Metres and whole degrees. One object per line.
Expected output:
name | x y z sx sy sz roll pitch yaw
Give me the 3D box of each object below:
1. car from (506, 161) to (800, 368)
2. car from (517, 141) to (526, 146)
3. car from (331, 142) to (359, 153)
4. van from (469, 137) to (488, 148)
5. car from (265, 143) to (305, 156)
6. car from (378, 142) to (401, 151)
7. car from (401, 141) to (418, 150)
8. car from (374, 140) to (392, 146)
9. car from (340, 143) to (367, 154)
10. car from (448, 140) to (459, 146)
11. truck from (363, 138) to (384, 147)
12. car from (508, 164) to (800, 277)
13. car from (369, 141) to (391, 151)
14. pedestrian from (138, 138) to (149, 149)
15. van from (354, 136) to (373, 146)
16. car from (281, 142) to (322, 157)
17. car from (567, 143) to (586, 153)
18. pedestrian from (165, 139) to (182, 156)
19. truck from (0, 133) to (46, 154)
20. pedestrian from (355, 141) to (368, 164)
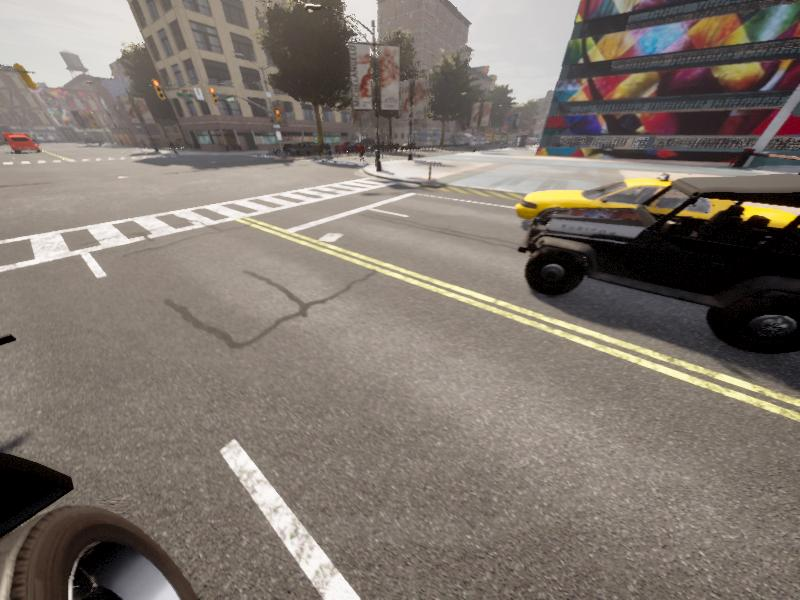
car | 4.120 -0.881 3.551 3.866 1.878 1.905 22 40 27
car | 44.288 -57.013 84.024 1.895 1.301 4.718 22 41 28
car | -9.875 -27.678 41.764 2.007 1.525 4.514 22 41 28
van | 20.884 -41.751 61.201 2.351 2.431 6.366 22 41 28
car | -16.721 -22.060 33.809 1.812 1.442 4.674 24 41 29
car | -1.994 -30.626 46.025 2.128 1.511 4.902 22 41 28
car | 2.108 -34.041 50.819 1.851 1.617 3.988 22 41 28
car | -5.240 -48.358 71.090 5.366 1.575 1.801 21 40 26
car | -7.766 -25.820 39.283 1.994 1.385 4.181 22 41 28
car | 17.125 -49.881 73.480 1.845 1.501 3.633 22 41 28
truck | -7.913 -47.129 68.875 6.274 2.098 2.390 21 40 27
car | 6.042 -2.424 6.026 5.366 1.575 1.801 22 41 28
car | -4.129 -32.415 48.561 1.837 1.490 4.892 22 40 27
pedestrian | -53.113 -32.439 47.824 0.751 1.860 0.751 22 41 28
van | -11.727 -51.280 74.350 5.915 2.561 1.988 21 40 27
car | -13.643 -21.103 32.282 2.242 1.667 4.611 22 40 28
car | 32.244 -27.802 42.166 2.161 1.482 4.786 22 41 28
pedestrian | -30.598 -20.593 31.211 0.751 1.860 0.751 18 39 24
truck | -55.950 -23.218 34.233 5.204 2.467 2.627 22 41 28
pedestrian | -3.846 -14.701 23.073 0.751 1.860 0.751 27 43 32
